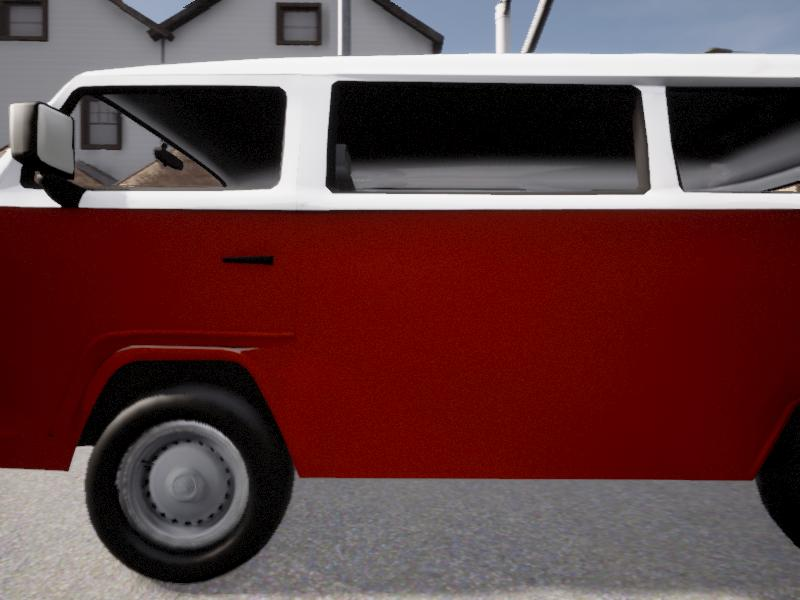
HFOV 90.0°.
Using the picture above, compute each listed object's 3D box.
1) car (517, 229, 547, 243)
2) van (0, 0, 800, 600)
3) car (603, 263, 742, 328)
[{"bbox_3d":[14.314,-6.963,43.624,1.816,1.474,4.193,0,8,0],"label":"car"},{"bbox_3d":[0.427,-0.025,2.203,4.480,2.038,2.069,0,0,0],"label":"van"},{"bbox_3d":[11.069,-0.378,16.953,2.033,1.411,5.357,0,15,-2],"label":"car"}]
